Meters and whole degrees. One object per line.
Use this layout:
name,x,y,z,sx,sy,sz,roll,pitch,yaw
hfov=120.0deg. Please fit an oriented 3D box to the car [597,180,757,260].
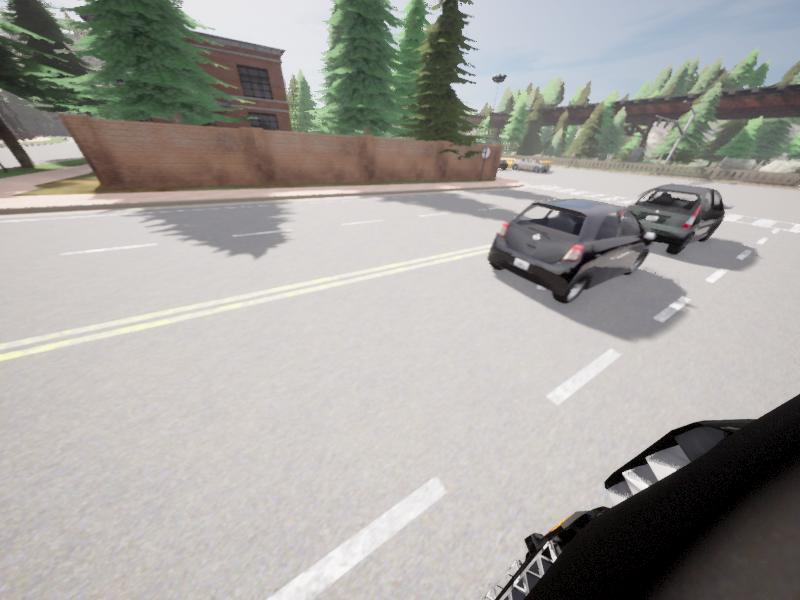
car,8.562,-2.685,7.199,3.988,1.617,1.851,-16,38,-26

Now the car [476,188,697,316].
car,3.722,-1.275,4.769,3.633,1.501,1.845,-16,38,-26

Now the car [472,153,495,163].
car,19.181,-32.724,53.182,1.837,1.490,4.892,-16,38,-26

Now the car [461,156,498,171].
car,10.431,-18.035,30.574,1.994,1.385,4.181,-16,38,-26

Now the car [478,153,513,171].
car,13.212,-19.369,32.326,1.905,1.878,3.866,-16,38,-26

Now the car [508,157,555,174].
car,17.847,-18.498,31.630,2.152,1.651,5.027,-16,38,-26
